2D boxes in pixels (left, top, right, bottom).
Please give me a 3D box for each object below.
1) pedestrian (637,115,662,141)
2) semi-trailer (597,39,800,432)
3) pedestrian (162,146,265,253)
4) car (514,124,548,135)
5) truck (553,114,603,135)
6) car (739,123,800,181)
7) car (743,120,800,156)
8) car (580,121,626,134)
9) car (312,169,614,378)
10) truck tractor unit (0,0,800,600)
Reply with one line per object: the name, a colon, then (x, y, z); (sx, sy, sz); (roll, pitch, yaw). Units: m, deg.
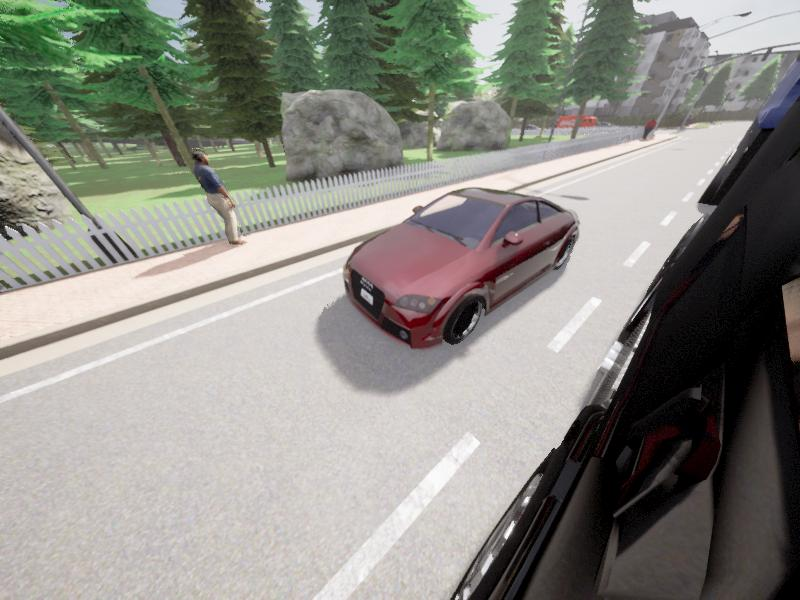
pedestrian: (23.165, -15.940, 21.465); (0.751, 1.860, 0.751); (-27, 43, -29)
semi-trailer: (8.704, -3.613, 4.202); (14.254, 4.402, 2.717); (-28, 44, -29)
pedestrian: (-3.746, -2.063, 4.810); (0.751, 1.860, 0.751); (20, 43, 27)
car: (23.393, -30.544, 41.465); (1.837, 1.490, 4.892); (-27, 43, -28)
truck: (27.879, -27.585, 36.417); (2.627, 2.467, 5.204); (-26, 43, -28)
car: (16.356, -6.313, 9.647); (5.366, 1.575, 1.801); (-28, 43, -29)
car: (23.322, -9.918, 14.052); (4.792, 1.488, 2.163); (-28, 43, -29)
car: (32.167, -27.460, 36.762); (2.128, 1.511, 4.902); (-26, 43, -28)
car: (1.153, -0.970, 3.731); (4.181, 1.385, 1.994); (-26, 43, -28)
truck tractor unit: (2.645, -0.295, 0.351); (6.516, 4.208, 3.053); (-28, 44, -30)
